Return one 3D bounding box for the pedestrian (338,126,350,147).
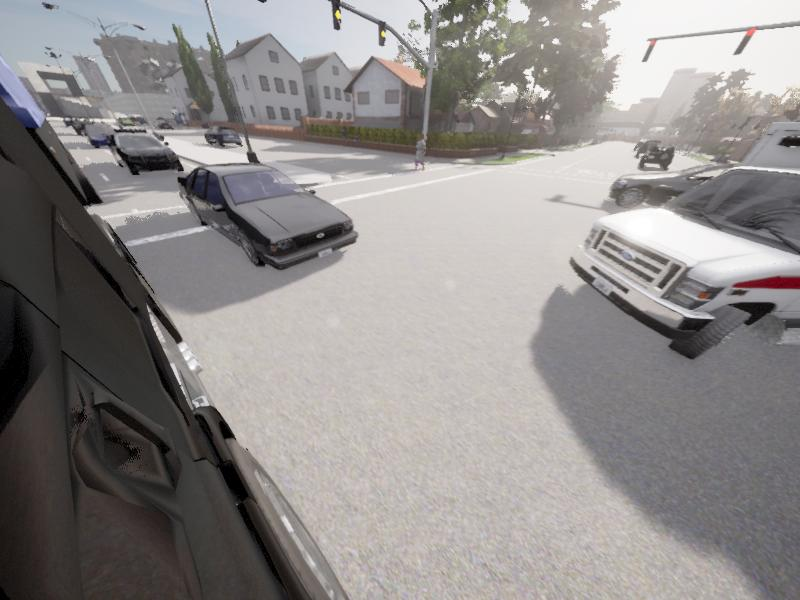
[{"bbox_3d":[-6.090,-17.758,25.106,0.751,1.860,0.751,31,45,32],"label":"pedestrian"}]

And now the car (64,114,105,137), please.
[{"bbox_3d":[-35.242,-19.474,25.799,3.866,1.878,1.905,28,44,30],"label":"car"}]

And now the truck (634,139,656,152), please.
[{"bbox_3d":[51.629,-32.702,48.800,2.390,2.098,6.274,28,44,29],"label":"truck"}]

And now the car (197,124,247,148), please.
[{"bbox_3d":[-17.534,-16.174,22.749,4.856,1.649,2.033,28,44,30],"label":"car"}]

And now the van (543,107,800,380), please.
[{"bbox_3d":[6.072,-0.762,3.031,6.366,2.431,2.351,0,37,-3],"label":"van"}]

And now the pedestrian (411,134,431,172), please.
[{"bbox_3d":[1.225,-8.820,13.903,0.751,1.860,0.751,32,46,33],"label":"pedestrian"}]

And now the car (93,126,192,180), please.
[{"bbox_3d":[-12.319,-7.139,11.018,5.238,1.638,1.930,28,44,30],"label":"car"}]

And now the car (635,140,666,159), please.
[{"bbox_3d":[36.685,-22.252,33.975,2.150,2.045,5.566,28,43,29],"label":"car"}]

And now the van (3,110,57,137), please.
[{"bbox_3d":[-37.612,-18.058,23.639,4.480,2.038,2.069,28,43,30],"label":"van"}]

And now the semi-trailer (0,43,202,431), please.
[{"bbox_3d":[-8.696,-3.610,4.226,14.254,4.402,2.717,28,44,30],"label":"semi-trailer"}]

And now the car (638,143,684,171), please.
[{"bbox_3d":[24.142,-13.459,21.582,1.932,1.855,4.605,28,43,30],"label":"car"}]

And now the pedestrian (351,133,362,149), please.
[{"bbox_3d":[-4.620,-16.807,24.399,0.751,1.300,0.751,28,44,30],"label":"pedestrian"}]

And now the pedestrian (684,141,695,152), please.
[{"bbox_3d":[65.071,-34.520,51.930,0.751,1.860,0.751,28,44,30],"label":"pedestrian"}]

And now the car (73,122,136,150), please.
[{"bbox_3d":[-23.105,-12.828,18.051,4.792,1.488,2.163,28,44,30],"label":"car"}]

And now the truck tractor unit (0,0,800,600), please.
[{"bbox_3d":[-2.645,-0.295,0.351,6.516,4.208,3.053,28,44,30],"label":"truck tractor unit"}]

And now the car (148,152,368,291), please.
[{"bbox_3d":[-3.365,-2.254,5.280,5.357,1.411,2.033,28,44,30],"label":"car"}]

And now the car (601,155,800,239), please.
[{"bbox_3d":[10.651,-3.868,8.137,5.027,1.651,2.152,28,44,30],"label":"car"}]

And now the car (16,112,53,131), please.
[{"bbox_3d":[-48.709,-23.918,30.879,4.605,1.855,1.932,28,44,30],"label":"car"}]

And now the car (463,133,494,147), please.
[{"bbox_3d":[11.785,-24.162,34.836,3.806,1.475,1.970,28,44,30],"label":"car"}]

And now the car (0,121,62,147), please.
[{"bbox_3d":[-28.013,-12.663,17.613,4.181,1.385,1.994,28,44,30],"label":"car"}]

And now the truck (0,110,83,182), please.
[{"bbox_3d":[-16.618,-6.868,10.000,6.274,2.098,2.390,28,44,30],"label":"truck"}]

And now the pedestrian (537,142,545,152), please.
[{"bbox_3d":[19.424,-21.110,31.854,0.500,1.100,0.500,29,44,31],"label":"pedestrian"}]
